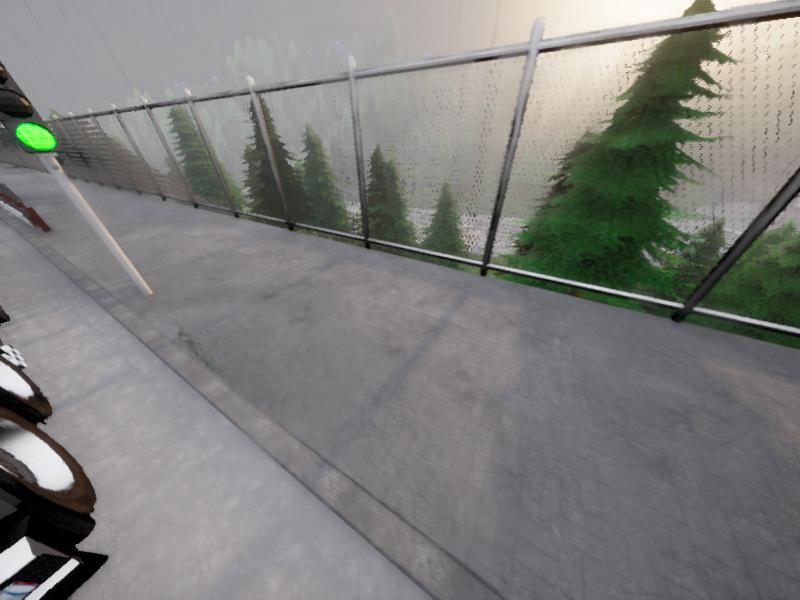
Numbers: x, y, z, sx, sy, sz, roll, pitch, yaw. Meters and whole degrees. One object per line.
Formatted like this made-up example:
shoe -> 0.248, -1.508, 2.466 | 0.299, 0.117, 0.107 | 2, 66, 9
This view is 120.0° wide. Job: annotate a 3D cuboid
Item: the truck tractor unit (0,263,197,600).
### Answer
truck tractor unit -> -5.115, -0.297, 0.780 | 6.516, 4.208, 3.053 | 18, 39, 24
